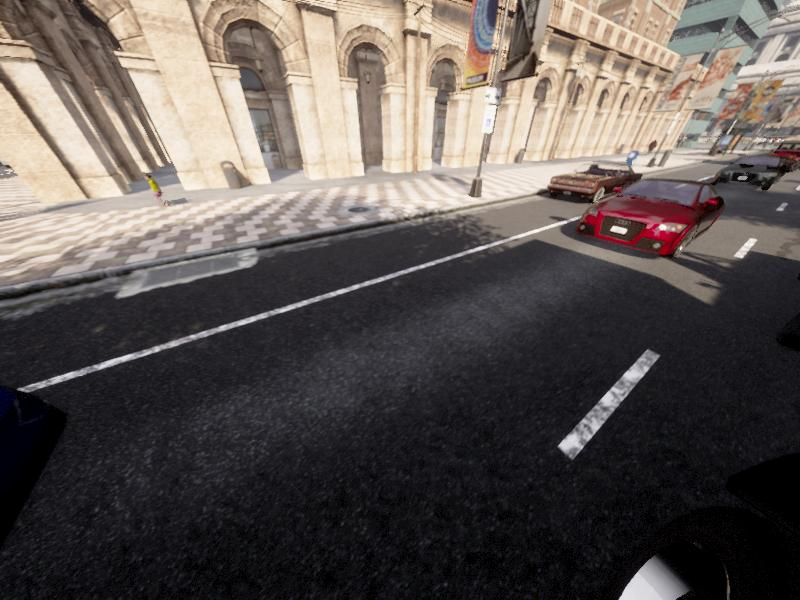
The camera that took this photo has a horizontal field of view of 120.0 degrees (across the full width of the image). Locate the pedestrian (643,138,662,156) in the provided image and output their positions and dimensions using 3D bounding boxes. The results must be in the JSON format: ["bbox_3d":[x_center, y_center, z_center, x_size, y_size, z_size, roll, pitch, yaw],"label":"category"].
[{"bbox_3d":[31.373,-19.064,28.738,0.751,1.860,0.751,-23,41,-29],"label":"pedestrian"}]

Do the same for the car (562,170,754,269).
[{"bbox_3d":[6.637,-2.355,6.000,4.181,1.385,1.994,-20,40,-26],"label":"car"}]

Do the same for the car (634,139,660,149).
[{"bbox_3d":[50.633,-32.001,47.378,4.786,1.482,2.161,-20,40,-26],"label":"car"}]

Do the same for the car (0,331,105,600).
[{"bbox_3d":[-4.089,1.573,0.418,3.806,1.475,1.970,-20,40,-26],"label":"car"}]

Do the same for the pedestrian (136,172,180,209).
[{"bbox_3d":[-8.511,-3.879,8.174,0.500,1.100,0.500,-11,37,-15],"label":"pedestrian"}]

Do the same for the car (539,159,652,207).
[{"bbox_3d":[8.647,-5.299,10.203,4.718,1.301,1.895,-20,40,-26],"label":"car"}]

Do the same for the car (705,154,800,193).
[{"bbox_3d":[18.660,-6.810,12.223,4.181,1.385,1.994,-20,40,-26],"label":"car"}]

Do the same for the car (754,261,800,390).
[{"bbox_3d":[6.803,-0.085,2.652,4.974,1.542,2.038,-20,40,-26],"label":"car"}]

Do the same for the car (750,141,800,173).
[{"bbox_3d":[29.297,-10.963,17.579,3.866,1.878,1.905,-20,40,-26],"label":"car"}]
